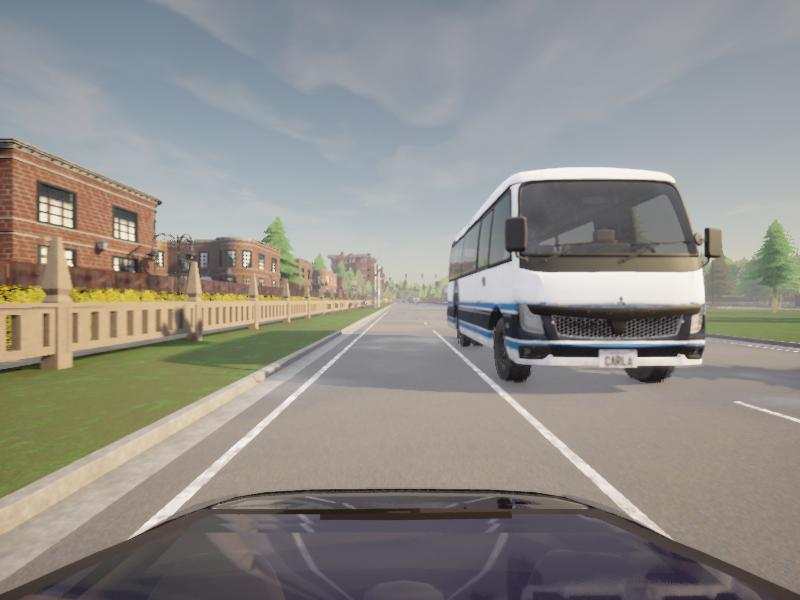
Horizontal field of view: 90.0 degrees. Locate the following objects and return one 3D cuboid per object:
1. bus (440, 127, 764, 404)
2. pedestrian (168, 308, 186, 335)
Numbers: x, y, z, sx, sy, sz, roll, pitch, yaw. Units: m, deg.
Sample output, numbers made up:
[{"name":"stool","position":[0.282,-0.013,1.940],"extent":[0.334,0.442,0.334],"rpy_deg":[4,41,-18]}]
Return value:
[{"name":"bus","position":[3.621,-0.533,11.278],"extent":[3.944,4.253,10.273],"rpy_deg":[0,0,0]},{"name":"pedestrian","position":[-9.237,0.868,16.583],"extent":[0.500,1.100,0.500],"rpy_deg":[0,0,0]}]
